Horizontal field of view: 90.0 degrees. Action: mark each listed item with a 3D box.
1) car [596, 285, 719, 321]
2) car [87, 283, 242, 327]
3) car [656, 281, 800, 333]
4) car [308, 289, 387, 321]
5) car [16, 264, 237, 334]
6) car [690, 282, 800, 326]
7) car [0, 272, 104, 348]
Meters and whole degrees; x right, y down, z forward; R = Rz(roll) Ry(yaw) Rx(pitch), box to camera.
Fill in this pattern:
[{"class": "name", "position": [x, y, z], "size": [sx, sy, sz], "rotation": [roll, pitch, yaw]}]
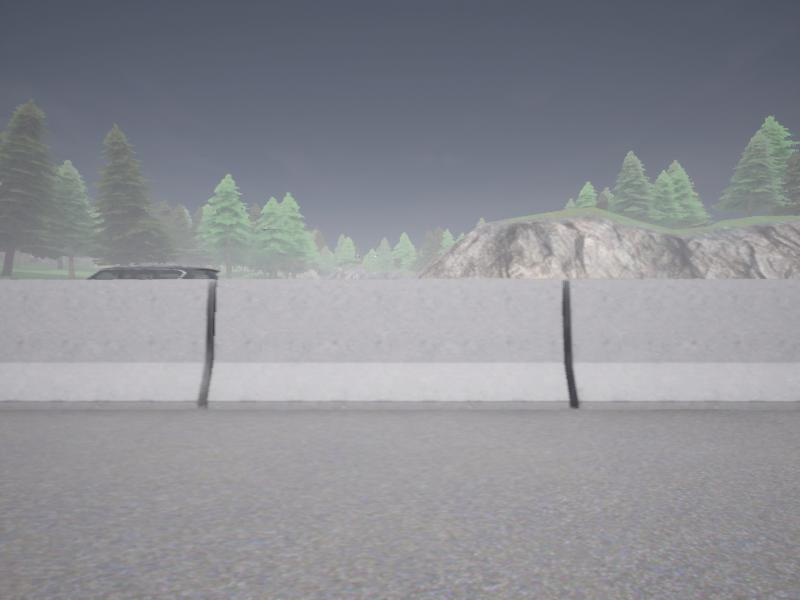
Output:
[{"class": "car", "position": [12.508, 0.153, 19.697], "size": [4.611, 1.667, 2.242], "rotation": [0, 0, 0]}, {"class": "car", "position": [-9.339, 0.183, 16.200], "size": [5.027, 1.651, 2.152], "rotation": [0, 0, 0]}, {"class": "car", "position": [10.556, 0.211, 12.700], "size": [3.705, 1.549, 1.789], "rotation": [0, 0, 0]}, {"class": "car", "position": [-2.487, 0.228, 19.701], "size": [3.633, 1.501, 1.845], "rotation": [0, 0, 0]}, {"class": "car", "position": [-8.392, -0.029, 12.701], "size": [5.566, 2.045, 2.150], "rotation": [0, 0, 0]}, {"class": "car", "position": [14.874, 0.152, 16.201], "size": [4.611, 1.667, 2.242], "rotation": [0, 0, 0]}, {"class": "car", "position": [-10.150, 0.204, 9.201], "size": [5.366, 1.575, 1.801], "rotation": [0, 0, 0]}]
